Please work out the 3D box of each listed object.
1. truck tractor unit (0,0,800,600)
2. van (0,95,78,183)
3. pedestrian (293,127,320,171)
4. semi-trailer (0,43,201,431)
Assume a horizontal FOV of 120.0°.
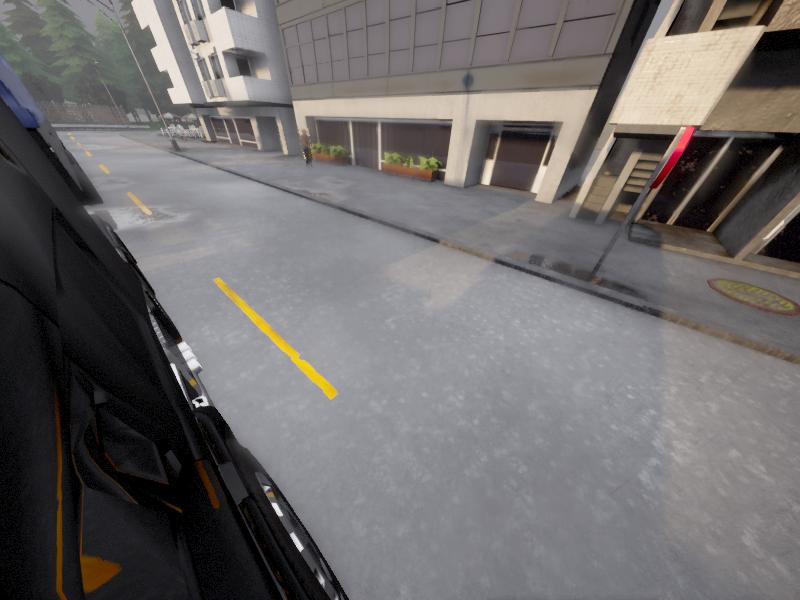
[{"bbox_3d":[-2.645,-0.295,0.351,6.516,4.208,3.053,28,44,30],"label":"truck tractor unit"},{"bbox_3d":[-16.355,-6.922,9.755,5.915,2.561,1.988,28,43,30],"label":"van"},{"bbox_3d":[-4.934,-8.028,12.292,0.751,1.860,0.751,31,45,33],"label":"pedestrian"},{"bbox_3d":[-8.692,-3.611,4.232,14.254,4.402,2.717,28,44,30],"label":"semi-trailer"}]
